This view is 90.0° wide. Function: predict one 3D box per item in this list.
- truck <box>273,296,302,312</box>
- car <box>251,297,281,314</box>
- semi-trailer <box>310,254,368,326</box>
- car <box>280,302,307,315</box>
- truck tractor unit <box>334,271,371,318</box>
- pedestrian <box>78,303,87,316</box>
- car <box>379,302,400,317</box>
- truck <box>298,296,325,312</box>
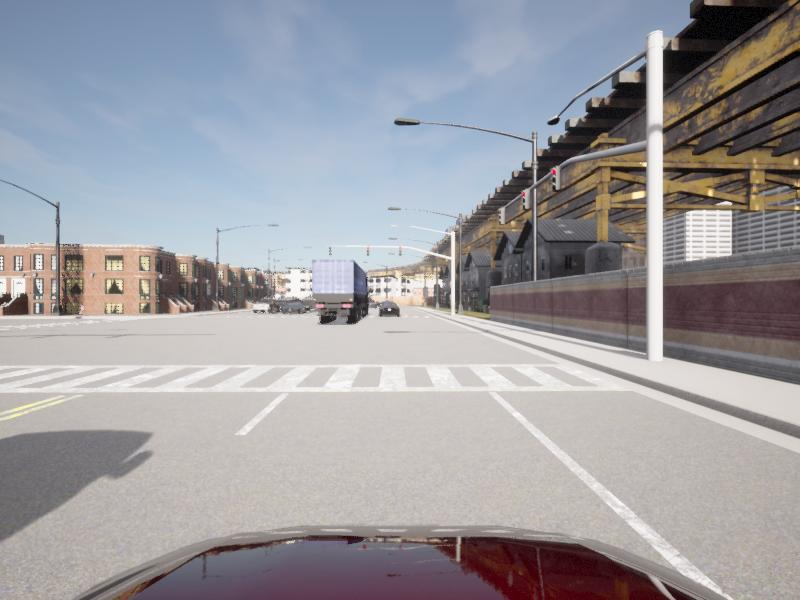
[{"bbox_3d":[-15.442,0.543,55.110,2.390,2.098,6.274,0,0,-2],"label":"truck"},{"bbox_3d":[-15.194,0.657,45.561,1.932,1.855,4.605,0,-1,-1],"label":"car"},{"bbox_3d":[-4.327,-0.620,31.720,2.717,4.402,14.254,0,0,-1],"label":"semi-trailer"},{"bbox_3d":[-11.657,0.908,44.167,1.994,1.385,4.181,0,0,-2],"label":"car"},{"bbox_3d":[-4.528,-0.524,39.634,3.053,4.208,6.516,0,0,-1],"label":"truck tractor unit"},{"bbox_3d":[-28.354,0.865,35.736,0.500,1.100,0.500,0,0,-12],"label":"pedestrian"},{"bbox_3d":[-1.059,0.907,40.528,1.994,1.385,4.181,0,0,-1],"label":"car"},{"bbox_3d":[-11.925,0.544,54.503,2.390,2.098,6.274,0,0,-1],"label":"truck"}]
